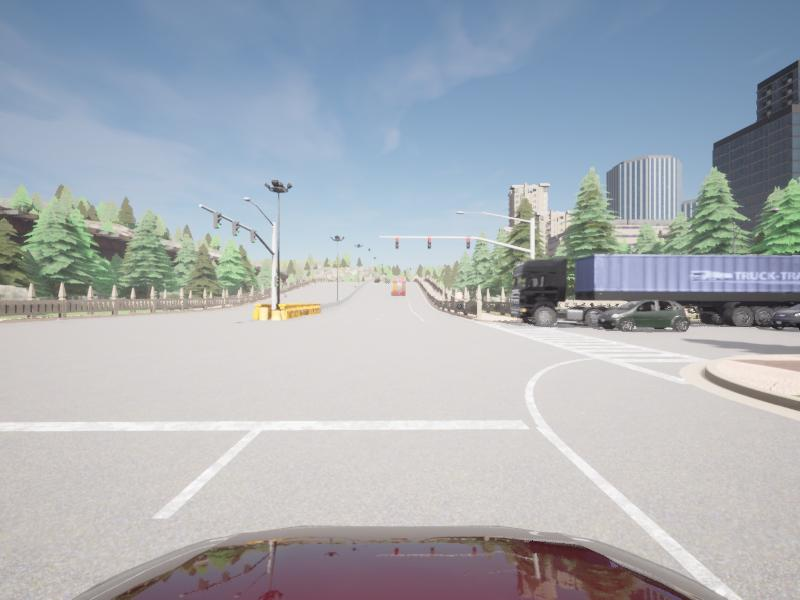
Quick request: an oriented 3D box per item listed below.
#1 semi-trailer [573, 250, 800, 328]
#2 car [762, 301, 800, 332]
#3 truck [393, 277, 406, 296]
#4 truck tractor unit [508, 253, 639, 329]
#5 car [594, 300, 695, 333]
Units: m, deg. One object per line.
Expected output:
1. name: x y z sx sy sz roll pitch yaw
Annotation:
1. semi-trailer: 17.993 -0.619 23.825 14.254 4.402 2.717 0 0 0
2. car: 21.052 0.827 20.329 3.633 1.501 1.845 0 0 0
3. truck: -0.161 -3.325 93.808 2.891 3.827 8.468 0 7 0
4. truck tractor unit: 10.078 -0.520 23.837 6.516 4.208 3.053 0 0 1
5. car: 12.254 0.789 20.262 3.988 1.617 1.851 0 0 -1
